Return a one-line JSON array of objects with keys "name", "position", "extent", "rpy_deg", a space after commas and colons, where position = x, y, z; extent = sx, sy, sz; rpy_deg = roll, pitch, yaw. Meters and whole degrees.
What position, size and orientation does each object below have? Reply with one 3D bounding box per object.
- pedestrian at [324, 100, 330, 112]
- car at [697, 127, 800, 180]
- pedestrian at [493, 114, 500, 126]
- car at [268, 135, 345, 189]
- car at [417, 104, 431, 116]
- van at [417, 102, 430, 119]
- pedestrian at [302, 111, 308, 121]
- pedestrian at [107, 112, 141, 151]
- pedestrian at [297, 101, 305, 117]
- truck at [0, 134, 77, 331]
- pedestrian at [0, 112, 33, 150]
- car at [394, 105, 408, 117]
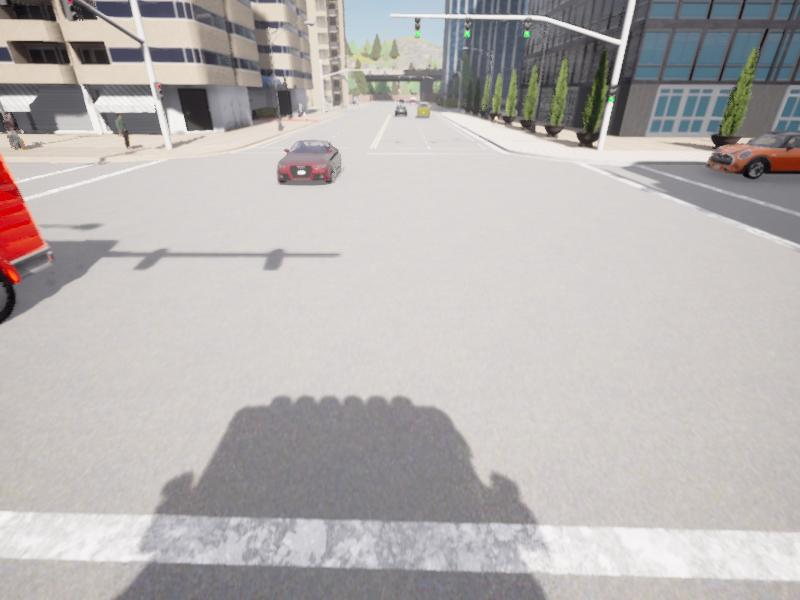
[{"name": "pedestrian", "position": [-12.158, -32.465, 67.005], "extent": [0.751, 1.860, 0.751], "rpy_deg": [0, 27, -1]}, {"name": "car", "position": [15.374, -6.017, 16.318], "extent": [4.553, 1.767, 2.097], "rpy_deg": [1, 27, 1]}, {"name": "pedestrian", "position": [9.588, -17.932, 39.855], "extent": [0.500, 1.100, 0.500], "rpy_deg": [0, 27, -1]}, {"name": "car", "position": [-3.459, -5.527, 15.708], "extent": [1.994, 1.385, 4.181], "rpy_deg": [0, 27, 0]}, {"name": "car", "position": [3.686, -29.376, 61.907], "extent": [2.007, 1.525, 4.514], "rpy_deg": [0, 27, 0]}, {"name": "van", "position": [3.348, -26.740, 56.293], "extent": [1.775, 1.987, 4.442], "rpy_deg": [2, 27, 3]}, {"name": "pedestrian", "position": [-10.826, -20.931, 45.490], "extent": [0.500, 1.100, 0.500], "rpy_deg": [0, 27, -1]}, {"name": "pedestrian", "position": [-14.867, -9.102, 21.577], "extent": [0.751, 1.860, 0.751], "rpy_deg": [3, 27, 5]}, {"name": "pedestrian", "position": [-13.399, -25.747, 53.972], "extent": [0.751, 1.860, 0.751], "rpy_deg": [-1, 27, -2]}, {"name": "truck", "position": [-6.991, -0.160, 4.140], "extent": [2.627, 2.467, 5.204], "rpy_deg": [0, 27, 0]}, {"name": "pedestrian", "position": [-20.679, -9.029, 21.385], "extent": [0.751, 1.860, 0.751], "rpy_deg": [0, 27, -1]}, {"name": "car", "position": [0.177, -28.029, 59.264], "extent": [2.007, 1.525, 4.514], "rpy_deg": [0, 27, 0]}]
